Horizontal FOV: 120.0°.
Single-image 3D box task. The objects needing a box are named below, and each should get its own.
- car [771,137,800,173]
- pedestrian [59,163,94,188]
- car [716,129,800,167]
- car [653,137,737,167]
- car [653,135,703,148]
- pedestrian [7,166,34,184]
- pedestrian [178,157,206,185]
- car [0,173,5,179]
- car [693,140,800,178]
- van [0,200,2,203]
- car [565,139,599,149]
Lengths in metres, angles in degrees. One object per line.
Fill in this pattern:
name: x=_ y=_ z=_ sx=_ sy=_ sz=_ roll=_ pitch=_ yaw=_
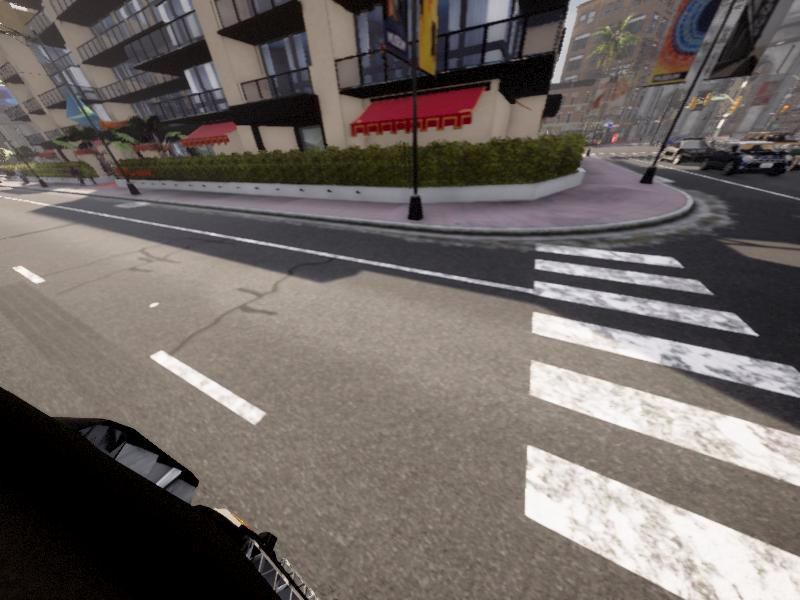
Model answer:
car: x=21.825 y=-6.906 z=11.072 sx=2.038 sy=1.542 sz=4.974 roll=14 pitch=37 yaw=23
pedestrian: x=-28.592 y=-11.004 z=20.449 sx=0.751 sy=1.860 sz=0.751 roll=-1 pitch=34 yaw=4
car: x=24.603 y=-10.278 z=15.545 sx=1.932 sy=1.855 sz=4.605 roll=14 pitch=37 yaw=23
car: x=21.753 y=-11.258 z=17.432 sx=1.930 sy=1.638 sz=5.238 roll=14 pitch=37 yaw=23
car: x=41.382 y=-23.742 z=34.594 sx=1.812 sy=1.442 sz=4.674 roll=-4 pitch=34 yaw=-2
pedestrian: x=-44.584 y=-14.710 z=27.185 sx=0.751 sy=1.860 sz=0.751 roll=15 pitch=38 yaw=25
pedestrian: x=-16.780 y=-10.433 z=18.687 sx=0.751 sy=1.860 sz=0.751 roll=14 pitch=37 yaw=23
car: x=-75.910 y=-22.190 z=41.365 sx=2.163 sy=1.488 sz=4.792 roll=-3 pitch=34 yaw=0
car: x=18.780 y=-7.734 z=12.585 sx=1.970 sy=1.475 sz=3.806 roll=14 pitch=37 yaw=23
van: x=-30.014 y=-7.576 z=15.680 sx=4.442 sy=1.987 sz=1.775 roll=13 pitch=37 yaw=23
car: x=34.950 y=-29.901 z=44.358 sx=4.718 sy=1.301 sz=1.895 roll=24 pitch=42 yaw=34
